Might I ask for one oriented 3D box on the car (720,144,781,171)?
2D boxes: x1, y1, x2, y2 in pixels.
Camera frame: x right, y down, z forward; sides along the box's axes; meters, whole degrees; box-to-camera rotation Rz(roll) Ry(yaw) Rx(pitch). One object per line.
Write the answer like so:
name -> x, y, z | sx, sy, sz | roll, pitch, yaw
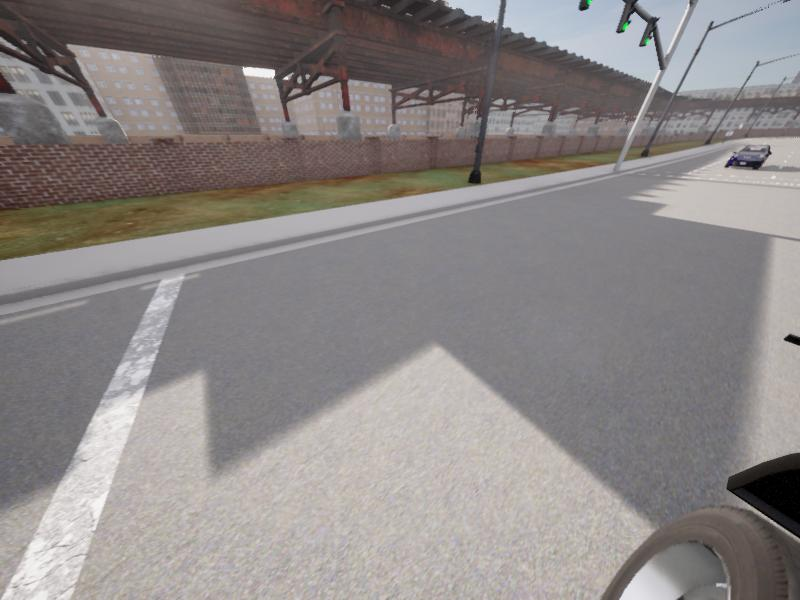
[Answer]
car -> 26.837, -10.996, 17.706 | 3.633, 1.501, 1.845 | -23, 41, -27
